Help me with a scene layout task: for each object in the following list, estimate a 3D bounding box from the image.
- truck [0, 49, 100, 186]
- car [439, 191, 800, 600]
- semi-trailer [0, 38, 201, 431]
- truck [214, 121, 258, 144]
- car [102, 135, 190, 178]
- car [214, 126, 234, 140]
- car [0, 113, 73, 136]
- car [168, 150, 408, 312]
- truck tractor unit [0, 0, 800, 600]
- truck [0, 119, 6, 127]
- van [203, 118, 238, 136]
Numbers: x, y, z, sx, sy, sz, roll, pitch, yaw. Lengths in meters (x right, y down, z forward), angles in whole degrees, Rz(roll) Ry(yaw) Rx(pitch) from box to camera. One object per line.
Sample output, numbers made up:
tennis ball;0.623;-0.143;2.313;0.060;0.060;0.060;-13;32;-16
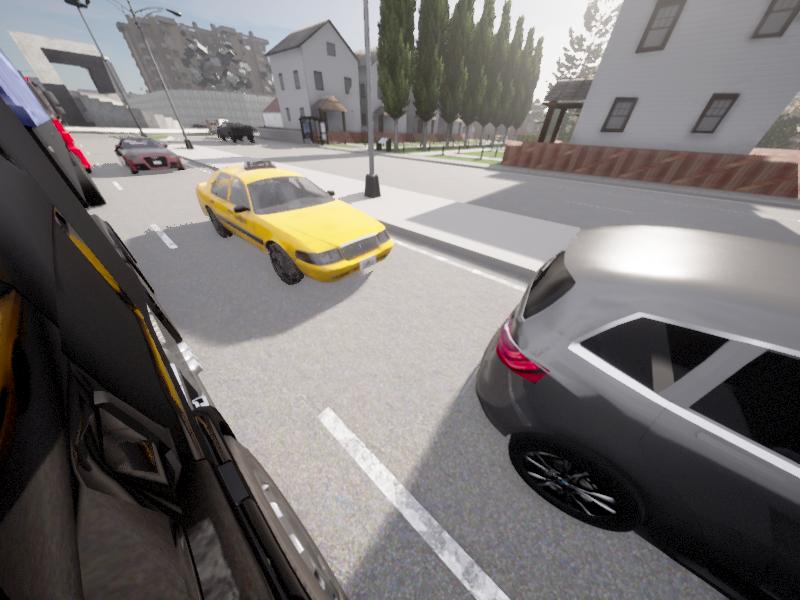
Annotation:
truck;-17.157;-7.932;10.144;8.468;3.827;2.891;28;44;30
car;2.861;0.911;1.144;4.611;1.667;2.242;28;44;30
semi-trailer;-8.677;-3.601;4.276;14.254;4.402;2.717;28;44;30
truck;-20.787;-21.143;29.177;6.274;2.098;2.390;31;45;33
car;-12.792;-7.334;11.633;4.181;1.385;1.994;28;44;30
car;-26.714;-25.354;35.044;1.816;1.474;4.193;-22;43;-29
car;-45.988;-21.796;28.701;5.566;2.045;2.150;-10;39;-16
car;-2.524;-1.931;4.754;5.366;1.575;1.801;28;44;31
truck tractor unit;-2.645;-0.295;0.351;6.516;4.208;3.053;28;44;30
truck;-73.006;-31.273;39.607;2.627;2.467;5.204;-13;39;-19
van;-34.711;-33.722;45.072;2.351;2.431;6.366;-2;37;-6
